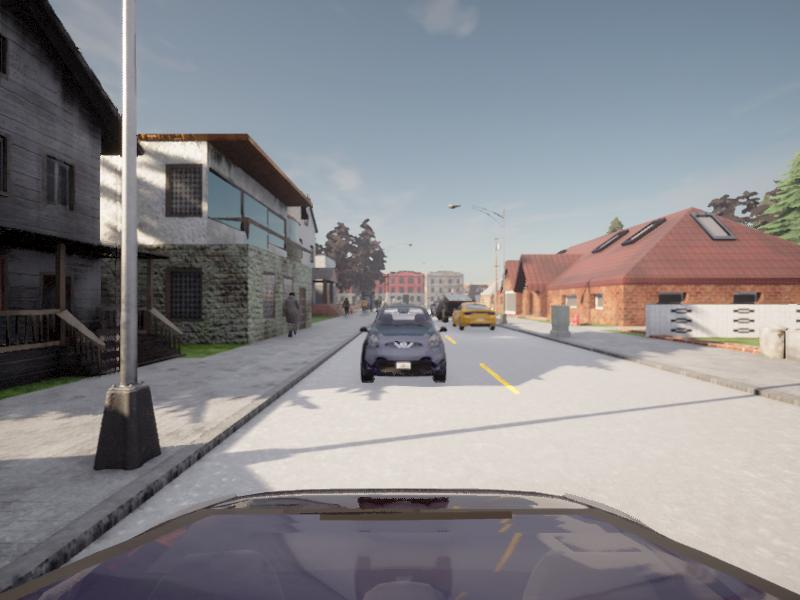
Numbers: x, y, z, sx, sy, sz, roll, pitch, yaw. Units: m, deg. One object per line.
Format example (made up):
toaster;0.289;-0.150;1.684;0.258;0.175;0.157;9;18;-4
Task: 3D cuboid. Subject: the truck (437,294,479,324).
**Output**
truck;4.251;0.640;30.655;2.390;2.098;6.274;0;0;1

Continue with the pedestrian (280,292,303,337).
pedestrian;-4.486;0.587;16.636;0.751;1.860;0.751;0;0;0

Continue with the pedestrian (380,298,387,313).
pedestrian;-2.109;0.687;51.401;0.751;1.860;0.751;0;0;10

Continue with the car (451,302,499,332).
car;4.194;0.898;23.188;1.882;1.535;5.008;0;0;0

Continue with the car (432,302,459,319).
car;4.305;0.958;38.389;2.128;1.511;4.902;0;0;1

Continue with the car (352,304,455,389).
car;0.078;0.856;9.001;1.845;1.501;3.633;0;0;0

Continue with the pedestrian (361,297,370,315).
pedestrian;-3.703;0.668;42.483;0.751;1.860;0.751;0;0;15
